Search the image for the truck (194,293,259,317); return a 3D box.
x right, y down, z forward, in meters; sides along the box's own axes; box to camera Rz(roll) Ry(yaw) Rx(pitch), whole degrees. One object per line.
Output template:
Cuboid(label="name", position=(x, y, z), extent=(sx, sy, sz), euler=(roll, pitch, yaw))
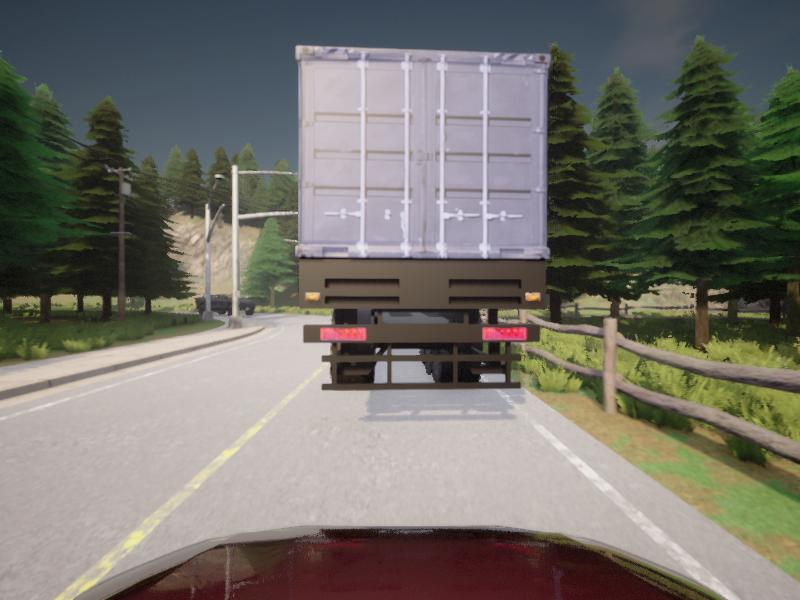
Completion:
Cuboid(label="truck", position=(-16.486, 0.456, 37.835), extent=(6.274, 2.098, 2.390), euler=(0, 0, 30))

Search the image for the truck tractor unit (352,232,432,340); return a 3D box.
Cuboid(label="truck tractor unit", position=(-0.669, -0.564, 18.929), extent=(3.053, 4.208, 6.516), euler=(0, 0, -8))

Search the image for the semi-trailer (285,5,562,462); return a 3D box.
Cuboid(label="semi-trailer", position=(-0.107, -0.644, 11.038), extent=(2.717, 4.402, 14.254), euler=(0, 0, -3))
